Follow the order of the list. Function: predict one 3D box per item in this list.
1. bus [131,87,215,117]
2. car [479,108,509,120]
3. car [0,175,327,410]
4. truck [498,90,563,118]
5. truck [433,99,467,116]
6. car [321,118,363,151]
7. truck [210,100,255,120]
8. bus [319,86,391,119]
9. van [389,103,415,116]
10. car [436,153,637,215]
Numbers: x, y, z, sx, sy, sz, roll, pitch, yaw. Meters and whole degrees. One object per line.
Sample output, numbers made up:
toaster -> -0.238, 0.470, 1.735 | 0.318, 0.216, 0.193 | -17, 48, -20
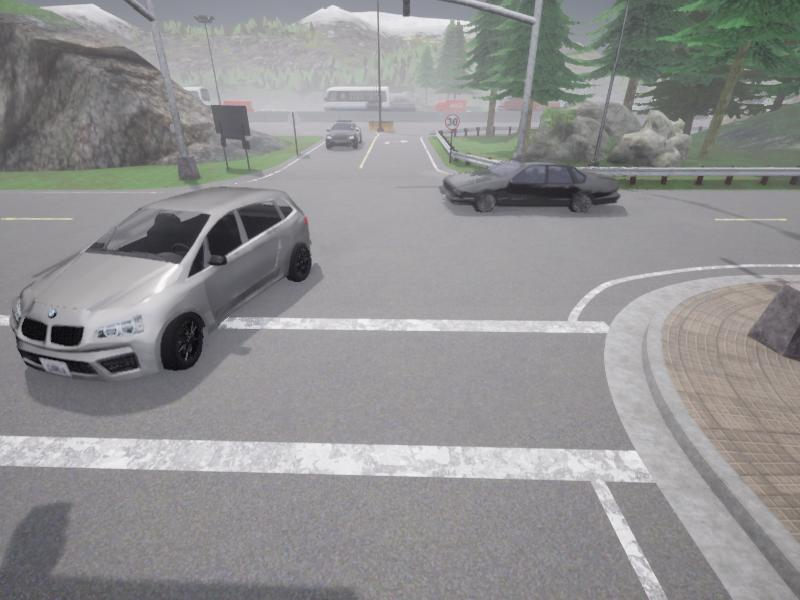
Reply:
bus -> -35.857, -31.550, 63.795 | 10.273, 4.253, 3.944 | 0, 27, 0
car -> 13.680, -27.153, 58.282 | 3.806, 1.475, 1.970 | 0, 27, 0
car -> -3.210, -0.669, 6.189 | 2.242, 1.667, 4.611 | 7, 27, 14
truck -> 19.636, -29.800, 60.857 | 8.468, 3.827, 2.891 | 0, 27, 0
truck -> 8.320, -32.396, 67.397 | 5.204, 2.467, 2.627 | 0, 27, 0
car -> -3.621, -10.826, 26.013 | 2.038, 1.542, 4.974 | 0, 27, 0
truck -> -24.229, -27.607, 58.077 | 5.204, 2.467, 2.627 | 0, 27, 0
bus -> -6.577, -29.941, 60.663 | 10.273, 4.253, 3.944 | 0, 27, 0
van -> 0.330, -32.182, 67.512 | 4.442, 1.987, 1.775 | 0, 27, 0
car -> 4.010, -3.592, 12.375 | 5.357, 1.411, 2.033 | -2, 27, -8
